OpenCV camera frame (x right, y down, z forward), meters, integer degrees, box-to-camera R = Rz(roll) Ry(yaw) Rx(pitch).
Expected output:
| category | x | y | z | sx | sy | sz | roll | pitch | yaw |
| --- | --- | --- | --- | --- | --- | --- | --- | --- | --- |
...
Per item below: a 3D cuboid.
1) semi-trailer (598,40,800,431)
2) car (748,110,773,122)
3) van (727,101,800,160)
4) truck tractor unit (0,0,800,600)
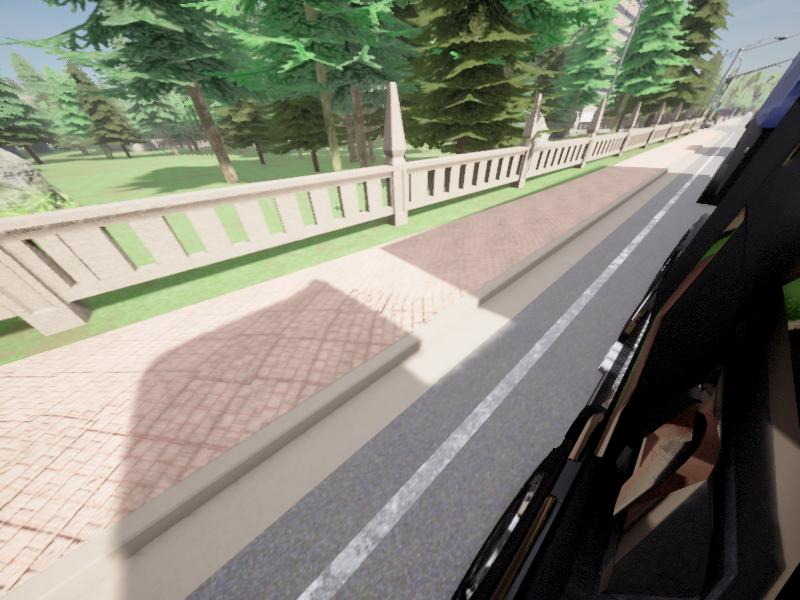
| category | x | y | z | sx | sy | sz | roll | pitch | yaw |
| --- | --- | --- | --- | --- | --- | --- | --- | --- | --- |
| semi-trailer | 8.690 | -3.615 | 4.230 | 14.254 | 4.402 | 2.717 | -28 | 44 | -30 |
| car | 80.524 | -41.163 | 51.655 | 5.566 | 2.045 | 2.150 | -28 | 44 | -30 |
| van | 22.330 | -10.120 | 13.684 | 6.366 | 2.431 | 2.351 | -28 | 44 | -30 |
| truck tractor unit | 2.645 | -0.295 | 0.352 | 6.516 | 4.208 | 3.053 | -28 | 44 | -30 |
